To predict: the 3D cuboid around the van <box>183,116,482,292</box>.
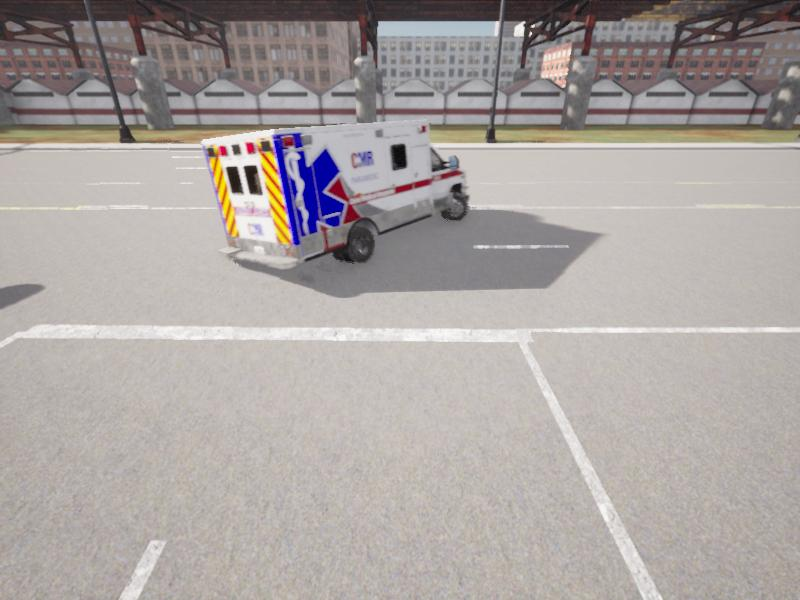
[{"bbox_3d":[-0.781,-2.567,8.967,2.351,2.431,6.366,13,29,38],"label":"van"}]
